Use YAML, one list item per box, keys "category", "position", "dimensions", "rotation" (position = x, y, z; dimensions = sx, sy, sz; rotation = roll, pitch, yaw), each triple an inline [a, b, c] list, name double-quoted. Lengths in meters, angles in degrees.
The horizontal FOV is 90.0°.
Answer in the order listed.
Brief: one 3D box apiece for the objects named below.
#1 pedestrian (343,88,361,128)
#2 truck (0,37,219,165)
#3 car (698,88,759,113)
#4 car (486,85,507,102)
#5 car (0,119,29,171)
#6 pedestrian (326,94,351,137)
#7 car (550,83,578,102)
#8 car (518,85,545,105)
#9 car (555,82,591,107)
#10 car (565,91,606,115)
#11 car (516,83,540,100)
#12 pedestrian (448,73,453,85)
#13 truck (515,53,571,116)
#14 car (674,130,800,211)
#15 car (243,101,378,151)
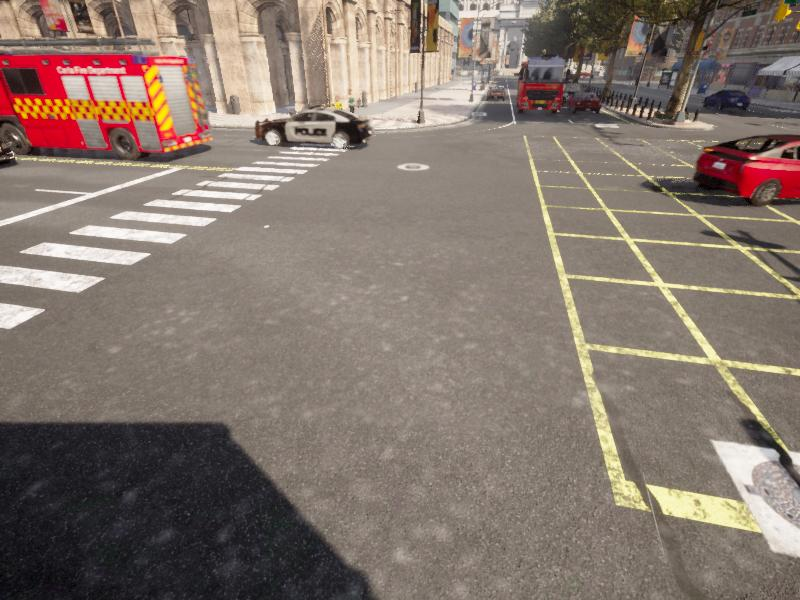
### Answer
- category: "pedestrian"
  position: [-2.578, -10.365, 21.575]
  dimensions: [0.751, 1.860, 0.751]
  rotation: [-8, 31, -14]
- category: "truck"
  position: [-12.036, -7.673, 15.362]
  dimensions: [8.468, 3.827, 2.891]
  rotation: [6, 31, 11]
- category: "car"
  position: [26.280, -16.115, 32.205]
  dimensions: [1.812, 1.442, 4.674]
  rotation: [6, 31, 11]
- category: "car"
  position: [9.978, -21.411, 41.402]
  dimensions: [1.895, 1.301, 4.718]
  rotation: [6, 31, 11]
- category: "car"
  position: [-15.828, -5.279, 13.570]
  dimensions: [4.892, 1.490, 1.837]
  rotation: [6, 31, 11]
- category: "pedestrian"
  position: [-3.011, -9.068, 19.656]
  dimensions: [0.751, 1.860, 0.751]
  rotation: [14, 33, 23]
- category: "car"
  position: [16.913, -21.521, 41.426]
  dimensions: [1.970, 1.475, 3.806]
  rotation: [7, 31, 11]
- category: "car"
  position: [12.494, -19.655, 38.227]
  dimensions: [1.970, 1.475, 3.806]
  rotation: [6, 31, 11]
- category: "car"
  position: [15.616, -18.742, 36.350]
  dimensions: [2.097, 1.767, 4.553]
  rotation: [6, 31, 11]
- category: "car"
  position: [14.102, -15.122, 30.644]
  dimensions: [1.895, 1.301, 4.718]
  rotation: [6, 31, 11]
- category: "car"
  position: [13.929, -22.862, 43.828]
  dimensions: [1.994, 1.385, 4.181]
  rotation: [6, 31, 10]
- category: "pedestrian"
  position: [9.203, -40.482, 73.167]
  dimensions: [0.751, 1.860, 0.751]
  rotation: [6, 31, 10]
- category: "truck"
  position: [10.813, -16.895, 31.170]
  dimensions: [2.891, 3.827, 8.468]
  rotation: [6, 31, 11]
- category: "car"
  position: [10.237, -3.496, 10.501]
  dimensions: [4.514, 1.525, 2.007]
  rotation: [-4, 31, -7]
- category: "car"
  position: [-3.780, -7.624, 17.447]
  dimensions: [5.238, 1.638, 1.930]
  rotation: [6, 31, 10]
